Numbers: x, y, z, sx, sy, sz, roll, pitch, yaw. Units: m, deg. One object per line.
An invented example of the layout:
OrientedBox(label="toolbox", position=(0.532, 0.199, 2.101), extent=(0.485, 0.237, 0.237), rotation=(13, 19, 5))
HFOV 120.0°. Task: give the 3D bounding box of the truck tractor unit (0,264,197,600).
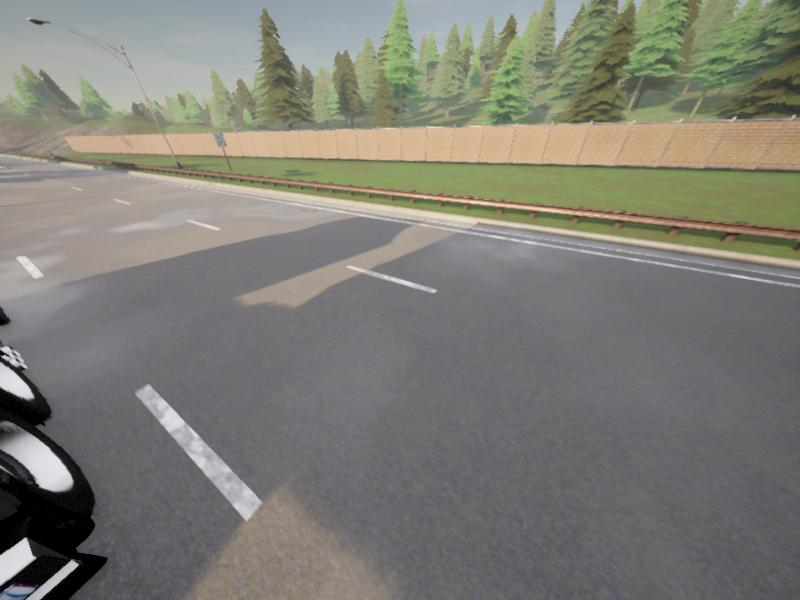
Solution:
OrientedBox(label="truck tractor unit", position=(-5.113, -0.297, 0.788), extent=(6.516, 4.208, 3.053), rotation=(18, 39, 24))
